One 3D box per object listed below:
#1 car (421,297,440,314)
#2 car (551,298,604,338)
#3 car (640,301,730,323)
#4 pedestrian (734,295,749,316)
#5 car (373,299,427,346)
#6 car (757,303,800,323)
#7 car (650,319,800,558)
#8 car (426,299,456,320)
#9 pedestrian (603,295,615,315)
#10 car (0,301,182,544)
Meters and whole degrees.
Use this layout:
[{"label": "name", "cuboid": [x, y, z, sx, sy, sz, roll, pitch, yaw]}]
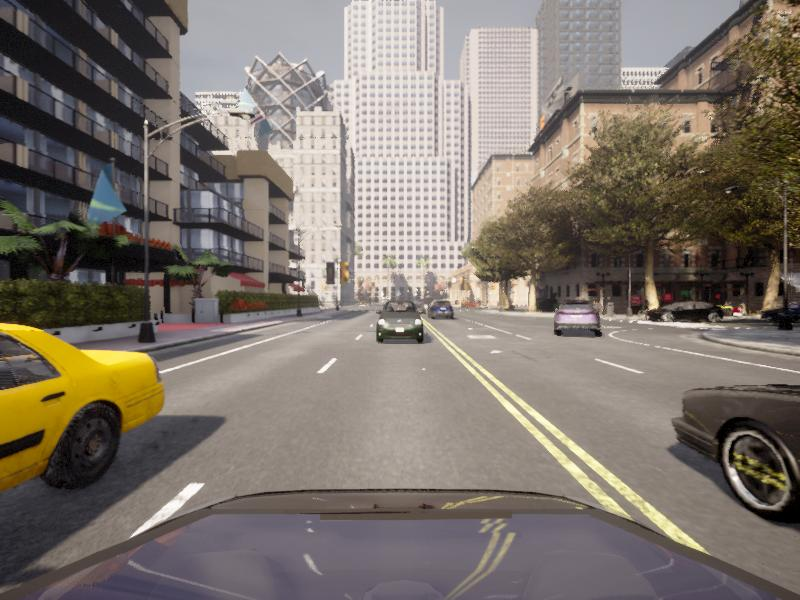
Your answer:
[{"label": "car", "cuboid": [3.498, 0.646, 46.313, 1.905, 1.878, 3.866, 0, 0, 0]}, {"label": "car", "cuboid": [8.515, 0.778, 19.232, 2.033, 1.649, 4.856, -1, -1, 24]}, {"label": "car", "cuboid": [20.218, 0.851, 28.551, 4.792, 1.488, 2.163, 0, 0, 4]}, {"label": "pedestrian", "cuboid": [30.880, 0.485, 36.185, 0.751, 1.860, 0.751, 0, 0, 11]}, {"label": "car", "cuboid": [-0.002, 0.788, 15.811, 1.851, 1.617, 3.988, 0, 0, 0]}, {"label": "car", "cuboid": [28.873, 0.895, 28.345, 5.357, 1.411, 2.033, 0, 0, 0]}, {"label": "car", "cuboid": [3.502, 0.895, 1.301, 2.033, 1.411, 5.357, 0, 0, 0]}, {"label": "car", "cuboid": [3.488, 0.780, 34.791, 2.033, 1.649, 4.856, 0, 1, 0]}, {"label": "pedestrian", "cuboid": [19.536, 0.485, 37.452, 0.751, 1.860, 0.751, 0, 0, -1]}, {"label": "car", "cuboid": [-3.501, 0.801, 2.086, 1.801, 1.575, 5.366, 0, 0, 0]}]
